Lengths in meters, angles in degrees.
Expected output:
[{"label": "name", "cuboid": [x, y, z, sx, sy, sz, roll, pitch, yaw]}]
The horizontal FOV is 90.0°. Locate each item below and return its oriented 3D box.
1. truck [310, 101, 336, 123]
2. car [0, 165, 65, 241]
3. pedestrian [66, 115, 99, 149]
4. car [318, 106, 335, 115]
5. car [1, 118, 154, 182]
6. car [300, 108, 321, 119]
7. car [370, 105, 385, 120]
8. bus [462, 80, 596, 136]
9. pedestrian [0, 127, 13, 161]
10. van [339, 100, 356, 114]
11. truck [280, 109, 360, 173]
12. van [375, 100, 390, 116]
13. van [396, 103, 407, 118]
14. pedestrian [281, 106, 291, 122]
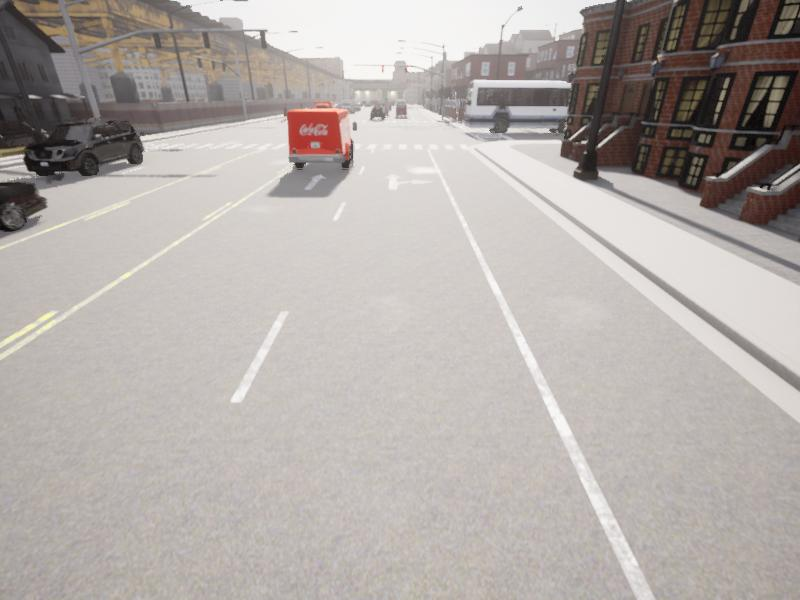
[{"label": "truck", "cuboid": [-10.025, -24.771, 52.611, 2.627, 2.467, 5.204, -2, 27, -2]}, {"label": "car", "cuboid": [-10.505, -1.755, 8.602, 2.033, 1.411, 5.357, 0, 27, 1]}, {"label": "pedestrian", "cuboid": [-19.292, -10.238, 24.348, 0.751, 1.860, 0.751, 5, 27, 10]}, {"label": "car", "cuboid": [-13.650, -35.419, 74.698, 2.033, 1.411, 5.357, 0, 27, 0]}, {"label": "car", "cuboid": [-13.991, -6.937, 18.043, 2.150, 2.045, 5.566, 0, 28, 0]}, {"label": "car", "cuboid": [-13.729, -28.688, 61.482, 2.033, 1.411, 5.357, 0, 27, 0]}, {"label": "car", "cuboid": [-3.251, -27.473, 58.578, 1.932, 1.855, 4.605, 1, 27, 1]}, {"label": "bus", "cuboid": [11.101, -17.246, 35.886, 10.273, 4.253, 3.944, 0, 27, 0]}, {"label": "pedestrian", "cuboid": [-20.185, -7.889, 19.735, 0.751, 1.860, 0.751, -2, 27, -5]}, {"label": "van", "cuboid": [-10.106, -37.224, 77.106, 2.351, 2.431, 6.366, 0, 27, 1]}, {"label": "truck", "cuboid": [-3.532, -7.728, 19.110, 2.627, 2.467, 5.204, 0, 26, 1]}, {"label": "van", "cuboid": [-3.159, -34.650, 72.060, 2.351, 2.431, 6.366, 0, 27, 0]}, {"label": "van", "cuboid": [0.253, -31.226, 65.827, 1.775, 1.987, 4.442, 0, 27, 1]}, {"label": "pedestrian", "cuboid": [-15.187, -24.778, 53.236, 0.751, 1.860, 0.751, 22, 34, 36]}]
